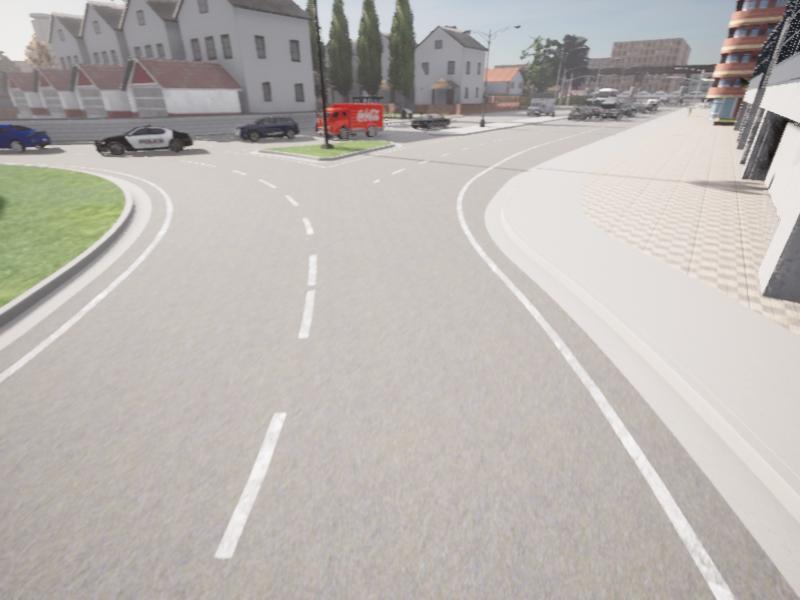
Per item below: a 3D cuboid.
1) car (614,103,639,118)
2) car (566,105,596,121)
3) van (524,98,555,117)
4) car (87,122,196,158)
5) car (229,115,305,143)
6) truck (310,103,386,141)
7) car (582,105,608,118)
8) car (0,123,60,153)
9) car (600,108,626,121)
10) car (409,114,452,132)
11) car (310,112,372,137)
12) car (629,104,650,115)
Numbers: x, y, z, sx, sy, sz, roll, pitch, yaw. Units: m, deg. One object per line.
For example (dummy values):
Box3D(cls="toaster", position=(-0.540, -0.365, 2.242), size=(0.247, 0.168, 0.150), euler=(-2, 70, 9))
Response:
Box3D(cls="car", position=(33.175, -27.783, 58.565), size=(2.097, 1.767, 4.553), euler=(18, 32, 31))
Box3D(cls="car", position=(23.477, -24.252, 51.880), size=(2.242, 1.667, 4.611), euler=(18, 32, 31))
Box3D(cls="van", position=(21.558, -29.650, 61.570), size=(2.351, 2.431, 6.366), euler=(18, 32, 31))
Box3D(cls="car", position=(-15.020, -9.514, 23.584), size=(4.974, 1.542, 2.038), euler=(-14, 30, -24))
Box3D(cls="car", position=(-9.994, -13.033, 30.303), size=(4.856, 1.649, 2.033), euler=(-22, 34, -36))
Box3D(cls="truck", position=(-3.885, -13.882, 31.014), size=(2.627, 2.467, 5.204), euler=(24, 35, 38))
Box3D(cls="car", position=(28.143, -27.214, 57.706), size=(2.038, 1.542, 4.974), euler=(18, 32, 31))
Box3D(cls="car", position=(-24.349, -9.920, 24.437), size=(5.008, 1.535, 1.882), euler=(-2, 27, -3))
Box3D(cls="car", position=(27.483, -23.907, 51.593), size=(1.895, 1.301, 4.718), euler=(18, 32, 31))
Box3D(cls="car", position=(3.006, -17.237, 38.767), size=(1.895, 1.301, 4.718), euler=(18, 32, 32))
Box3D(cls="car", position=(-5.011, -15.297, 34.665), size=(1.930, 1.638, 5.238), euler=(21, 34, 35))
Box3D(cls="car", position=(41.083, -32.664, 68.509), size=(2.152, 1.651, 5.027), euler=(18, 32, 31))
